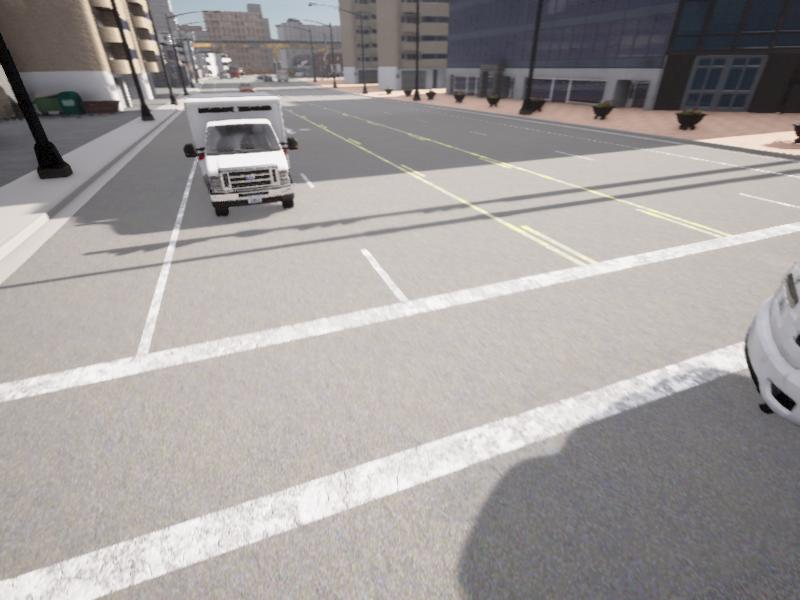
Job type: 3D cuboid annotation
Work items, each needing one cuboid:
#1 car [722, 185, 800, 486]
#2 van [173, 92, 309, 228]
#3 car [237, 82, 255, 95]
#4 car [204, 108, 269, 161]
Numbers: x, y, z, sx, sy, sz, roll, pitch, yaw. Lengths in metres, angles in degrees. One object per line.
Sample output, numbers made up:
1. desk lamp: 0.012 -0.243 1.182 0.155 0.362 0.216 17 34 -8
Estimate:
1. car: 5.790 0.859 2.443 5.566 2.045 2.150 19 36 31
2. van: -4.477 -4.364 11.340 2.351 2.431 6.366 -12 32 -18
3. car: -26.490 -36.412 68.737 2.242 1.667 4.611 -12 33 -18
4. car: -7.337 -7.547 17.917 2.128 1.511 4.902 -12 31 -18
